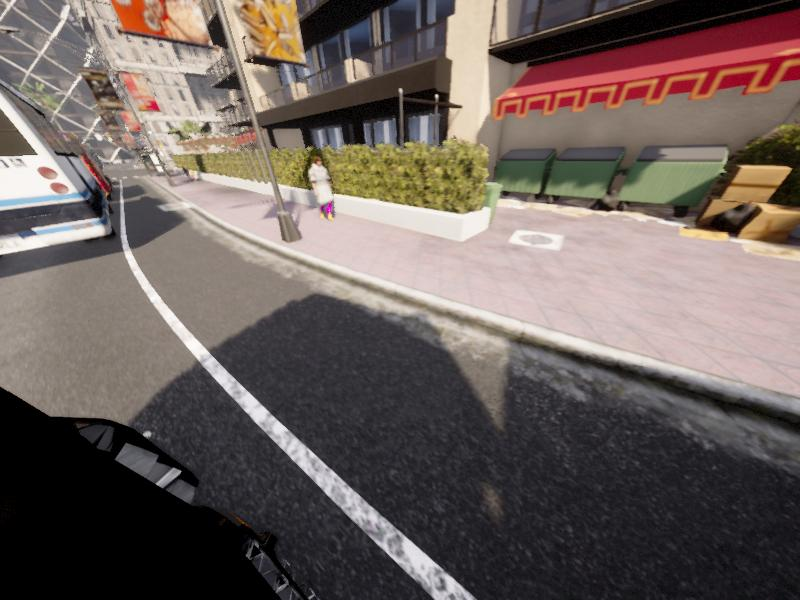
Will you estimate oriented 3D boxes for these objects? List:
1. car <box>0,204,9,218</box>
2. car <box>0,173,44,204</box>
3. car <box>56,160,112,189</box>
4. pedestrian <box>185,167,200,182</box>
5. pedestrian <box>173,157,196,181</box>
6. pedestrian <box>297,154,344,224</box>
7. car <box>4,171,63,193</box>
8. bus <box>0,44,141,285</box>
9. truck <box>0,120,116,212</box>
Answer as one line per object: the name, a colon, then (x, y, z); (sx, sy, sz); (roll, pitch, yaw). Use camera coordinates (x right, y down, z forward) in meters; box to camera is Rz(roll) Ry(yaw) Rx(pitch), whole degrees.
car: (-19.655, -3.927, 9.871); (4.181, 1.385, 1.994); (27, 44, 36)
car: (-27.083, -7.702, 15.911); (3.806, 1.475, 1.970); (27, 44, 36)
car: (-30.159, -12.196, 22.301); (5.566, 2.045, 2.150); (26, 43, 37)
pedestrian: (-17.962, -10.842, 19.988); (0.500, 1.100, 0.500); (26, 43, 36)
pedestrian: (-19.816, -12.042, 21.222); (0.751, 1.860, 0.751); (25, 43, 35)
pedestrian: (-2.441, -3.476, 7.258); (0.751, 1.860, 0.751); (26, 43, 35)
car: (-33.886, -11.095, 21.531); (4.181, 1.385, 1.994); (27, 44, 36)
bus: (-12.279, -4.000, 6.883); (10.273, 4.253, 3.944); (25, 43, 35)
truck: (-21.180, -8.373, 14.399); (8.468, 3.827, 2.891); (27, 44, 36)
